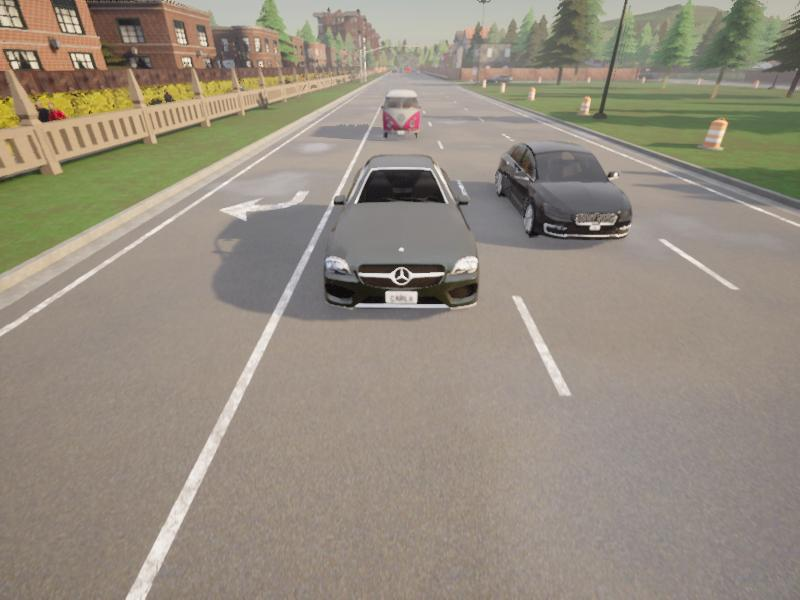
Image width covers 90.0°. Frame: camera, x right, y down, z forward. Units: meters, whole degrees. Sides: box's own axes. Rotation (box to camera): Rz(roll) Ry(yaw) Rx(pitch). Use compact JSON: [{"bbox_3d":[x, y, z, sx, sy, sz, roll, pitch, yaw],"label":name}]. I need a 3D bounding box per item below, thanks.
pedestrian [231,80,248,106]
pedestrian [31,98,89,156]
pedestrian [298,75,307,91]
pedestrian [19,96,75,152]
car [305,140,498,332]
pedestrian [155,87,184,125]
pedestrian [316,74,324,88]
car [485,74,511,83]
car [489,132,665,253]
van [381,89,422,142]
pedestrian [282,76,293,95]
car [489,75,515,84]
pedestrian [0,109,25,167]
[{"bbox_3d":[-13.086,-16.915,32.718,0.751,1.860,0.751,0,30,0],"label":"pedestrian"},{"bbox_3d":[-12.358,-6.317,14.603,0.751,1.860,0.751,-1,30,-1],"label":"pedestrian"},{"bbox_3d":[-12.664,-28.116,51.876,0.751,1.860,0.751,0,30,-1],"label":"pedestrian"},{"bbox_3d":[-13.336,-6.655,15.180,0.751,1.860,0.751,-3,30,-4],"label":"pedestrian"},{"bbox_3d":[0.023,-1.550,7.040,2.152,1.651,5.027,0,30,0],"label":"car"},{"bbox_3d":[-12.889,-10.891,22.421,0.751,1.860,0.751,-1,30,-2],"label":"pedestrian"},{"bbox_3d":[-12.006,-32.881,60.019,0.751,1.860,0.751,0,30,1],"label":"pedestrian"},{"bbox_3d":[20.464,-46.413,83.807,4.611,1.667,2.242,-6,31,-11],"label":"car"},{"bbox_3d":[3.528,-2.743,9.207,1.837,1.490,4.892,0,30,0],"label":"car"},{"bbox_3d":[0.058,-9.213,19.777,1.775,1.987,4.442,0,30,0],"label":"van"},{"bbox_3d":[-12.950,-24.707,46.046,0.751,1.860,0.751,0,30,0],"label":"pedestrian"},{"bbox_3d":[20.462,-44.542,80.690,4.514,1.525,2.007,-7,31,-12],"label":"car"},{"bbox_3d":[-13.259,-5.336,12.927,0.751,1.860,0.751,3,30,5],"label":"pedestrian"}]
